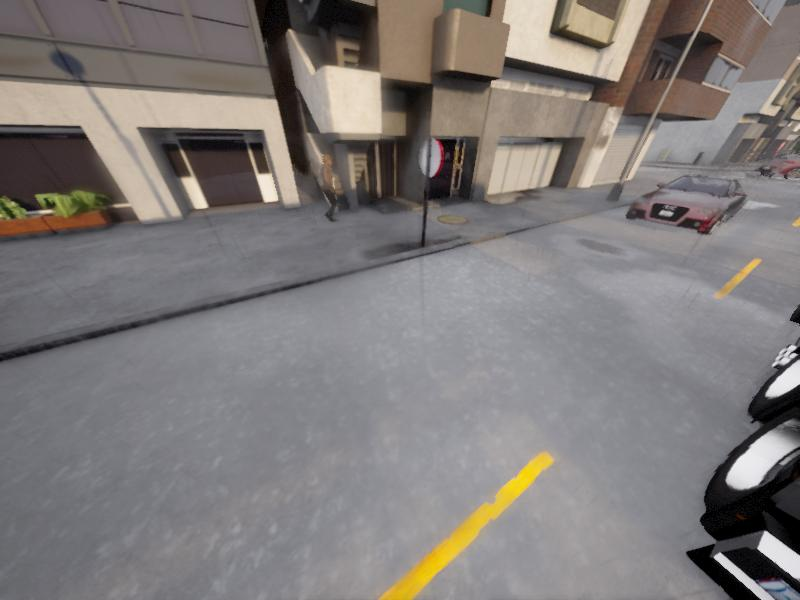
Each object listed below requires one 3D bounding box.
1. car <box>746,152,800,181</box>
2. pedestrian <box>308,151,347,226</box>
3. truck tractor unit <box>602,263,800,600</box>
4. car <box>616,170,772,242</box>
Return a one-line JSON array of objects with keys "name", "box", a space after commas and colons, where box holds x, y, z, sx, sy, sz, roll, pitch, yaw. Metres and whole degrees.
[{"name": "car", "box": [29.748, -9.566, 16.572, 5.027, 1.651, 2.152, 10, 36, 14]}, {"name": "pedestrian", "box": [-2.106, -3.249, 6.800, 0.751, 1.860, 0.751, -11, 36, -15]}, {"name": "truck tractor unit", "box": [5.106, -0.307, 0.782, 6.516, 4.208, 3.053, -18, 39, -24]}, {"name": "car", "box": [9.619, -3.292, 7.613, 4.181, 1.385, 1.994, -19, 39, -25]}]
